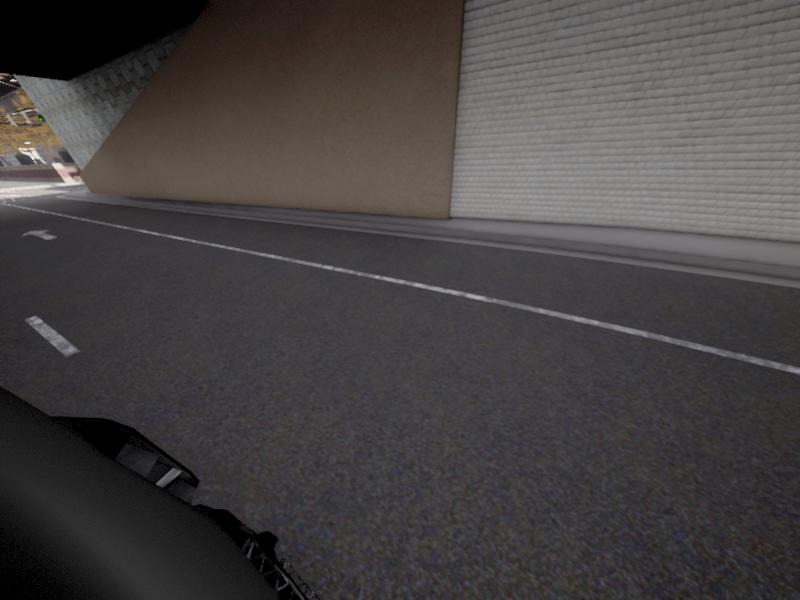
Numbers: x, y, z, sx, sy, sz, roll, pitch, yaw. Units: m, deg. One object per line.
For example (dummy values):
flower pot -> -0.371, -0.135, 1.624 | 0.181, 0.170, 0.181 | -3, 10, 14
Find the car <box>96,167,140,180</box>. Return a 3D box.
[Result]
car -> -39.178, -17.737, 32.226 | 1.853, 1.218, 4.536 | -13, 35, -14

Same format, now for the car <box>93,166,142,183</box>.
car -> -39.153, -17.580, 32.272 | 2.038, 1.542, 4.974 | -13, 35, -14
